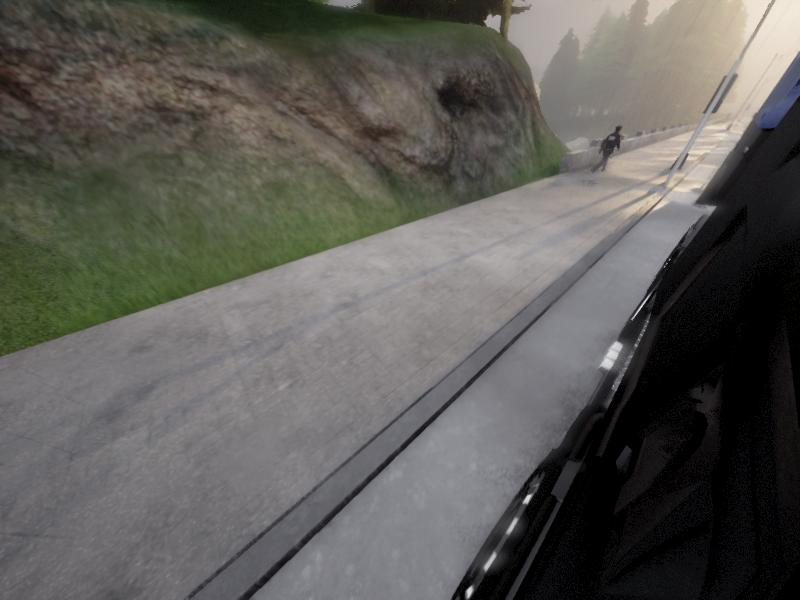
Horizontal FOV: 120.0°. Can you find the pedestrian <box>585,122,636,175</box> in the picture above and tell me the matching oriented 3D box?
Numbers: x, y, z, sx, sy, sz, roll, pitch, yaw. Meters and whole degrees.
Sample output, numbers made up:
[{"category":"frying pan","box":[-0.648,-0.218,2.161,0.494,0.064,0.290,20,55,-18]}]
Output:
[{"category":"pedestrian","box":[9.310,-6.732,10.308,0.751,1.860,0.751,-11,37,-10]}]

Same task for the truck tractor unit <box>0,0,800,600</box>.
[{"category":"truck tractor unit","box":[2.645,-0.295,0.352,6.516,4.208,3.053,-28,44,-30]}]

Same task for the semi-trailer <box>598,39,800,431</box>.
[{"category":"semi-trailer","box":[8.689,-3.610,4.238,14.254,4.402,2.717,-28,44,-30]}]
